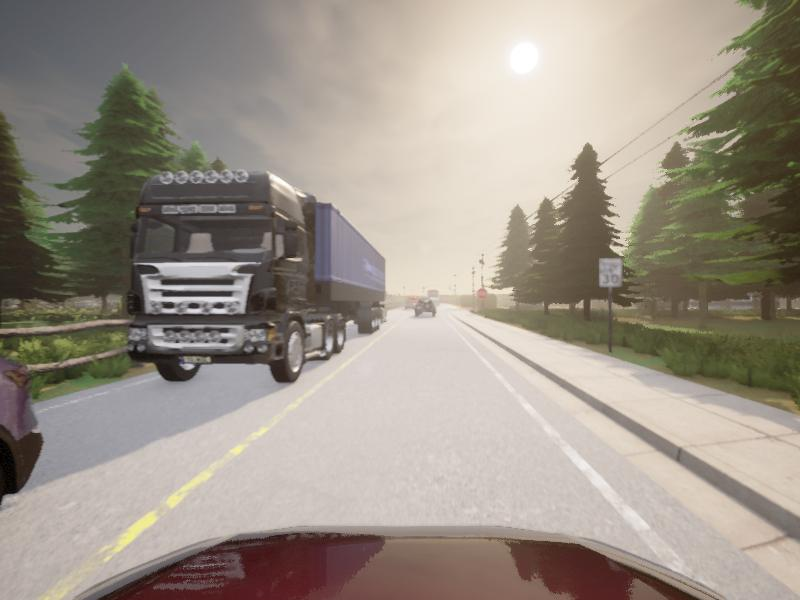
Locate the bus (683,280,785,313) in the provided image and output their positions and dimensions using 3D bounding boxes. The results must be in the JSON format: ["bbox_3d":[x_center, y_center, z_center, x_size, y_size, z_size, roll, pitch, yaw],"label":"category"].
[{"bbox_3d":[44.823,-0.485,53.953,10.273,4.253,3.944,0,0,3],"label":"bus"}]

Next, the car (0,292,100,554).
[{"bbox_3d":[-3.585,0.775,0.927,2.033,1.649,4.856,0,0,2],"label":"car"}]

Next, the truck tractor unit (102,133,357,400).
[{"bbox_3d":[-3.111,-0.518,9.677,3.053,4.208,6.516,0,0,4],"label":"truck tractor unit"}]

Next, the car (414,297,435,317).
[{"bbox_3d":[2.448,0.640,38.677,1.932,1.855,4.605,0,0,5],"label":"car"}]

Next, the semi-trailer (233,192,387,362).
[{"bbox_3d":[-2.592,-0.623,17.572,2.717,4.402,14.254,0,0,4],"label":"semi-trailer"}]

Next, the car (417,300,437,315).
[{"bbox_3d":[3.097,0.815,45.181,2.007,1.525,4.514,0,0,8],"label":"car"}]

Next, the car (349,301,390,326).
[{"bbox_3d":[-1.943,0.846,27.031,2.128,1.511,4.902,0,0,4],"label":"car"}]

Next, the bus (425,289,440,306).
[{"bbox_3d":[8.592,-0.557,104.880,3.944,4.253,10.273,0,0,5],"label":"bus"}]
